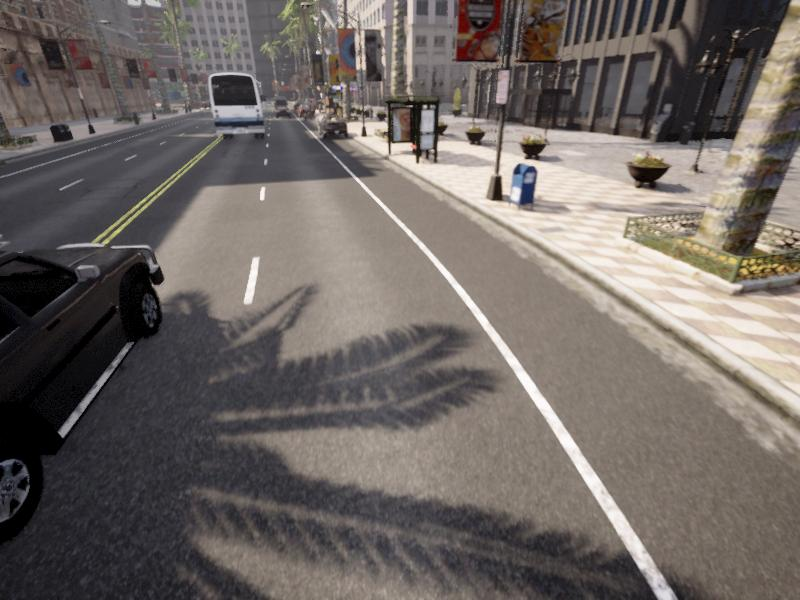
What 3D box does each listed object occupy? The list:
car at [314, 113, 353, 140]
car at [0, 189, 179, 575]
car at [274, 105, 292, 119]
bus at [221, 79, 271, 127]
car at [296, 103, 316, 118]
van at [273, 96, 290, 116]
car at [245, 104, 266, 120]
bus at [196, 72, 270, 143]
[{"bbox_3d":[-5.175,-13.366,30.671,2.231,1.521,4.892,-8,28,-14],"label":"car"},{"bbox_3d":[-4.073,0.416,3.765,1.932,1.855,4.605,-5,28,-9],"label":"car"},{"bbox_3d":[-16.107,-25.942,55.042,2.038,1.542,4.974,-8,28,-14],"label":"car"},{"bbox_3d":[-16.640,-21.840,44.202,3.944,4.253,10.273,-8,28,-14],"label":"bus"},{"bbox_3d":[-13.136,-26.469,55.728,2.185,1.767,4.553,-8,28,-14],"label":"car"},{"bbox_3d":[-18.458,-30.311,62.340,1.988,2.561,5.915,-7,28,-13],"label":"van"},{"bbox_3d":[-19.352,-25.306,53.765,2.152,1.651,5.027,-8,28,-14],"label":"car"},{"bbox_3d":[-12.604,-15.262,31.490,3.944,4.253,10.273,-8,28,-14],"label":"bus"}]
